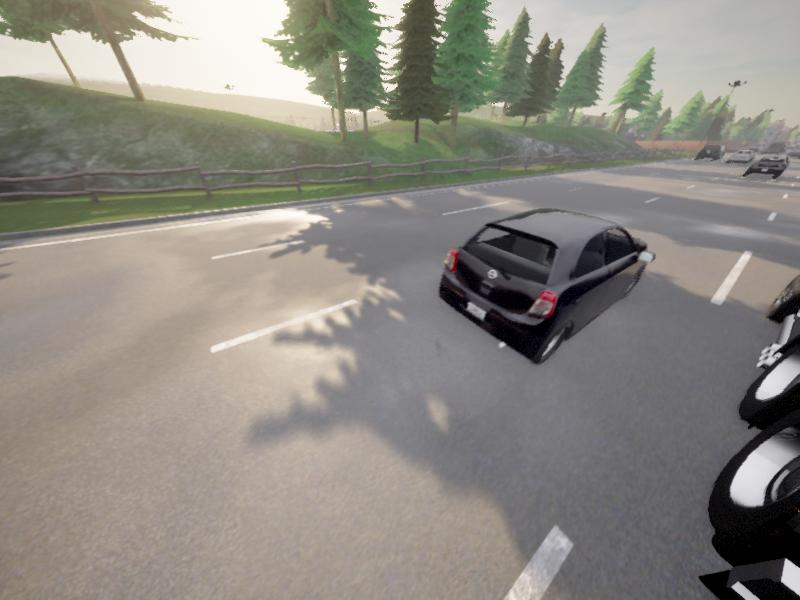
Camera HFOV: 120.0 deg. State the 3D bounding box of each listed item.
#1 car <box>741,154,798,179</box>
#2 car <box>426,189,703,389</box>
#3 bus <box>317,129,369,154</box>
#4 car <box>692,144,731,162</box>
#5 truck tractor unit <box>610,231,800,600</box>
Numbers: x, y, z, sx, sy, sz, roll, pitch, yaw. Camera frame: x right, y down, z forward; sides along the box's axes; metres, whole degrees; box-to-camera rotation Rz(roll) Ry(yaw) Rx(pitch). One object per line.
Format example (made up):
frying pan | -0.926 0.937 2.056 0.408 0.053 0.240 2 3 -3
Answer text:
car | 30.629 -11.128 19.137 4.193 1.474 1.816 -21 40 -27
car | 2.462 -0.622 3.640 3.633 1.501 1.845 -21 40 -27
bus | -12.645 -36.028 52.576 10.273 4.253 3.944 -21 40 -28
car | 47.501 -22.437 35.172 5.566 2.045 2.150 -21 40 -27
truck tractor unit | 5.051 -0.351 0.878 6.516 4.208 3.053 -20 39 -27
